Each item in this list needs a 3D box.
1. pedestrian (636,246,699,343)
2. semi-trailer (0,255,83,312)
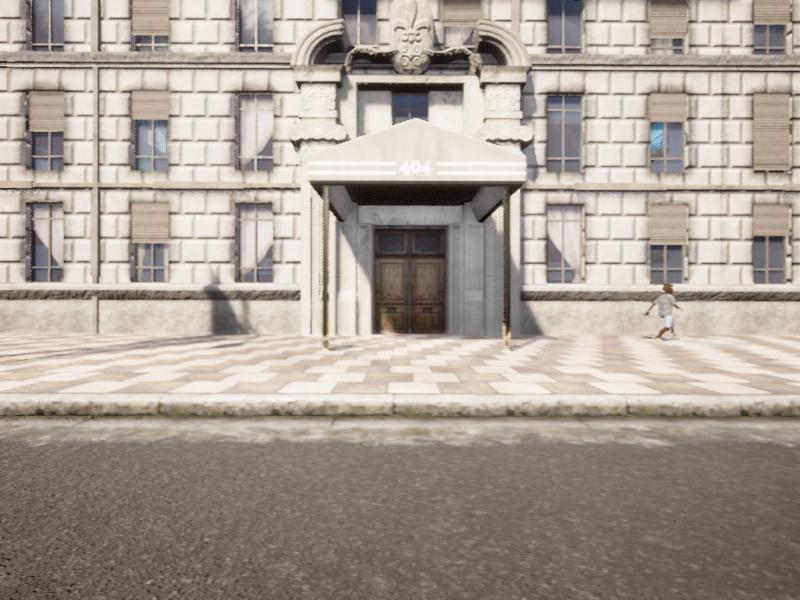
[{"bbox_3d":[5.346,-0.103,8.030,0.751,1.860,0.751,0,0,-9],"label":"pedestrian"},{"bbox_3d":[-32.609,-1.291,32.286,2.717,4.402,14.254,0,0,1],"label":"semi-trailer"}]
